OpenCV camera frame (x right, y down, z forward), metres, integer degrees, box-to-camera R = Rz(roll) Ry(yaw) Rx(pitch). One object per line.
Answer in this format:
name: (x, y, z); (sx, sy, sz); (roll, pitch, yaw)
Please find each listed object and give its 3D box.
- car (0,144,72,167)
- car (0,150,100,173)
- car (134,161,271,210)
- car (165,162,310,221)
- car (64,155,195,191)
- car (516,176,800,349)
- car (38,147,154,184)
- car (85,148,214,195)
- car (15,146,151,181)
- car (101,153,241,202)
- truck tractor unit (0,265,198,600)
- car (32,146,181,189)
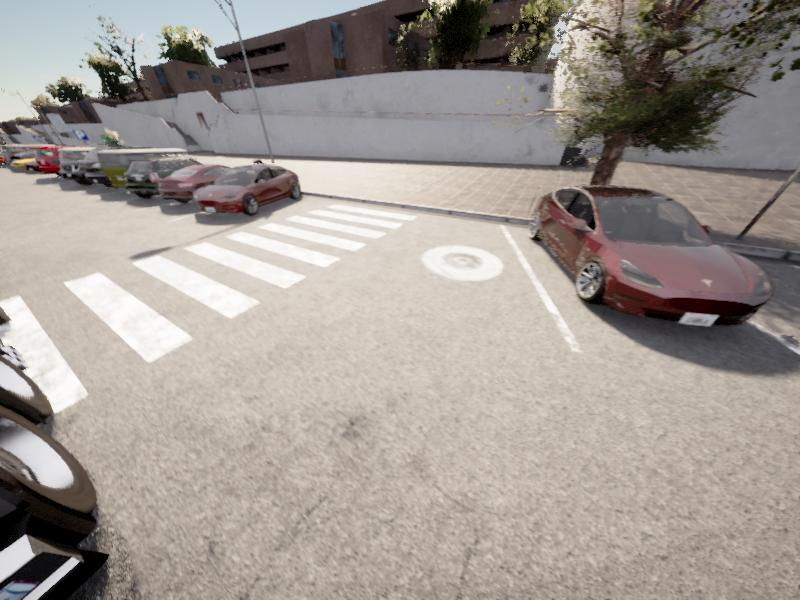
car: (-42.341, -16.740, 26.674); (1.878, 1.987, 4.442); (6, 35, 8)
car: (-34.600, -13.946, 23.089); (1.946, 1.575, 5.366); (6, 35, 8)
car: (-8.727, -5.615, 10.952); (2.002, 1.452, 4.674); (5, 34, 8)
car: (-6.122, -4.767, 9.683); (2.163, 1.488, 4.792); (6, 35, 8)
car: (-16.479, -8.153, 14.628); (2.231, 1.521, 4.892); (5, 34, 8)
car: (4.279, -1.403, 4.720); (2.163, 1.488, 4.792); (6, 35, 8)
car: (-21.660, -9.951, 16.875); (1.878, 1.987, 4.442); (6, 35, 8)
car: (-13.875, -7.573, 13.367); (1.878, 1.987, 4.442); (5, 34, 8)
car: (-24.230, -10.891, 18.215); (2.435, 2.045, 5.566); (5, 34, 8)
car: (-11.314, -6.572, 12.070); (2.185, 1.767, 4.553); (5, 34, 8)
truck tractor unit: (-5.123, -0.282, 0.786); (6.516, 4.208, 3.053); (18, 39, 24)
car: (-19.060, -9.185, 15.700); (2.435, 2.045, 5.566); (6, 35, 8)
